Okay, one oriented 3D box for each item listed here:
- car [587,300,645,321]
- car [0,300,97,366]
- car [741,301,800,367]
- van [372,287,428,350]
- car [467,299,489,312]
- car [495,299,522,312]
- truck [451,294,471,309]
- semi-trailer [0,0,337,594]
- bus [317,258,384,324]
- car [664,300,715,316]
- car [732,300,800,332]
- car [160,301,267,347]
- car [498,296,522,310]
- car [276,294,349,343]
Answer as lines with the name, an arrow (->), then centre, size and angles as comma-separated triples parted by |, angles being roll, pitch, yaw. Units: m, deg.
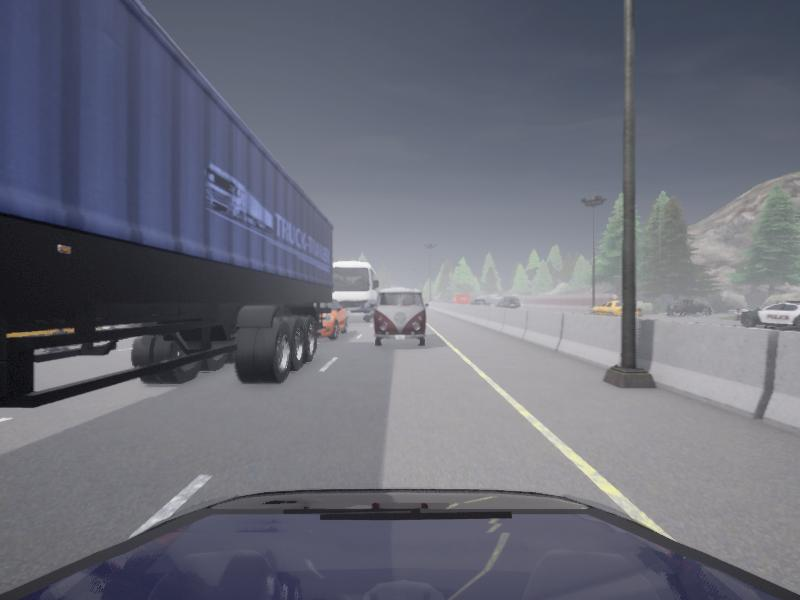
car -> 17.483, 0.764, 32.699 | 1.801, 1.575, 5.366 | 0, 0, 0
car -> -10.498, 0.789, 9.980 | 1.801, 1.575, 5.366 | 0, 0, 0
car -> 10.501, 0.818, 8.628 | 2.038, 1.542, 4.974 | 0, 0, 0
van -> 0.002, 0.582, 14.704 | 1.775, 1.987, 4.442 | 0, 0, 0
car -> 10.427, 0.717, 53.715 | 2.033, 1.649, 4.856 | 0, 0, 0
car -> 13.933, 0.696, 51.656 | 2.242, 1.667, 4.611 | 0, 0, 0
truck -> 10.392, 0.273, 68.136 | 2.627, 2.467, 5.204 | 0, 0, 0
semi-trailer -> -3.497, -0.629, 6.300 | 2.717, 4.402, 14.254 | 0, 0, 0
bus -> -3.392, -0.564, 30.941 | 3.944, 4.253, 10.273 | 0, 0, 0
car -> 27.690, 0.768, 38.366 | 3.705, 1.549, 1.789 | 0, -1, -7
car -> 21.003, 0.804, 21.602 | 2.038, 1.542, 4.974 | 0, 0, 0
car -> -6.998, 0.804, 15.736 | 1.882, 1.535, 5.008 | 0, 0, 0
car -> 17.402, 0.496, 63.558 | 2.150, 2.045, 5.566 | 0, 0, 0
car -> -3.498, 0.675, 16.893 | 2.097, 1.767, 4.553 | 0, 0, 0
